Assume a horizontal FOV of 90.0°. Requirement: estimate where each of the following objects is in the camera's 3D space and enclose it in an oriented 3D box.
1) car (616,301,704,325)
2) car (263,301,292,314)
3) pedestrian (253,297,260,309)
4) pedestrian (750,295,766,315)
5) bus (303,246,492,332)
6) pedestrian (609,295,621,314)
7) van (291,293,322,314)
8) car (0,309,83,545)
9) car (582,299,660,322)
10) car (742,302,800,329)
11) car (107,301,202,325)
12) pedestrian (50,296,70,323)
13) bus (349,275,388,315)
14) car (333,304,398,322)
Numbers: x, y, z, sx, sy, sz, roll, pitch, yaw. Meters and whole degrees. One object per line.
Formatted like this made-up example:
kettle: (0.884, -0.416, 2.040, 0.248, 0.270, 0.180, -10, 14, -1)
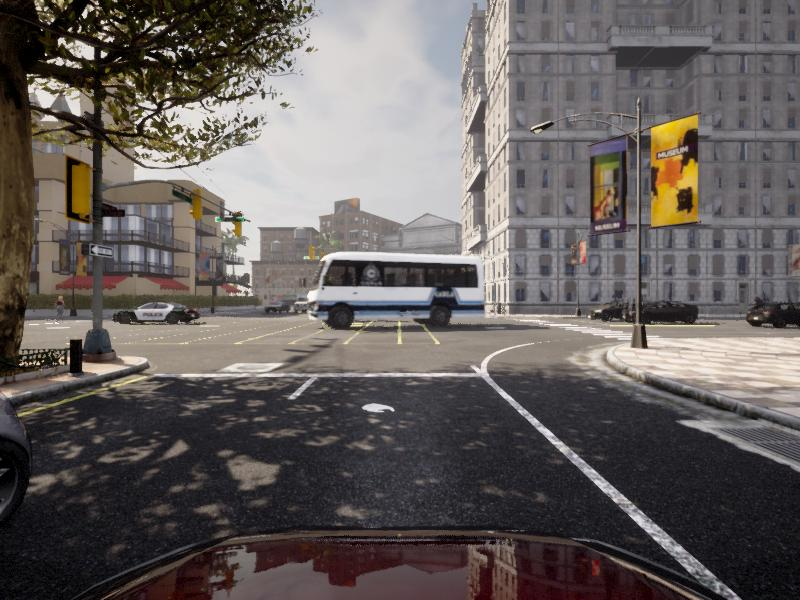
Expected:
car: (17.101, 0.825, 26.486, 4.514, 1.525, 2.007, 0, 0, 0)
car: (-15.001, 0.888, 49.342, 2.033, 1.411, 5.357, 0, 0, 0)
pedestrian: (-21.664, 0.476, 60.237, 0.751, 1.860, 0.751, 0, 0, 9)
pedestrian: (33.871, 0.480, 37.849, 0.751, 1.860, 0.751, 0, 0, -5)
bus: (-0.220, -0.538, 23.228, 10.273, 4.253, 3.944, 0, 0, -18)
pedestrian: (21.273, 0.479, 39.604, 0.751, 1.860, 0.751, 0, 0, 0)
van: (-11.502, 0.371, 49.802, 2.351, 2.431, 6.366, 0, 0, 0)
car: (-3.492, 0.826, 1.425, 1.845, 1.501, 3.633, 0, 0, 0)
car: (16.472, 0.752, 29.984, 4.611, 1.667, 2.242, 0, 0, 0)
car: (22.546, 0.851, 23.029, 4.193, 1.474, 1.816, 0, 0, 0)
car: (-16.030, 0.826, 26.302, 4.974, 1.542, 2.038, 0, 0, 0)
pedestrian: (-23.507, 0.633, 27.655, 0.751, 1.860, 0.751, 0, 0, -6)
bus: (-3.622, -0.541, 48.601, 3.944, 4.253, 10.273, 0, 0, 0)
car: (-2.509, 0.939, 29.878, 4.718, 1.301, 1.895, 0, 0, 0)
